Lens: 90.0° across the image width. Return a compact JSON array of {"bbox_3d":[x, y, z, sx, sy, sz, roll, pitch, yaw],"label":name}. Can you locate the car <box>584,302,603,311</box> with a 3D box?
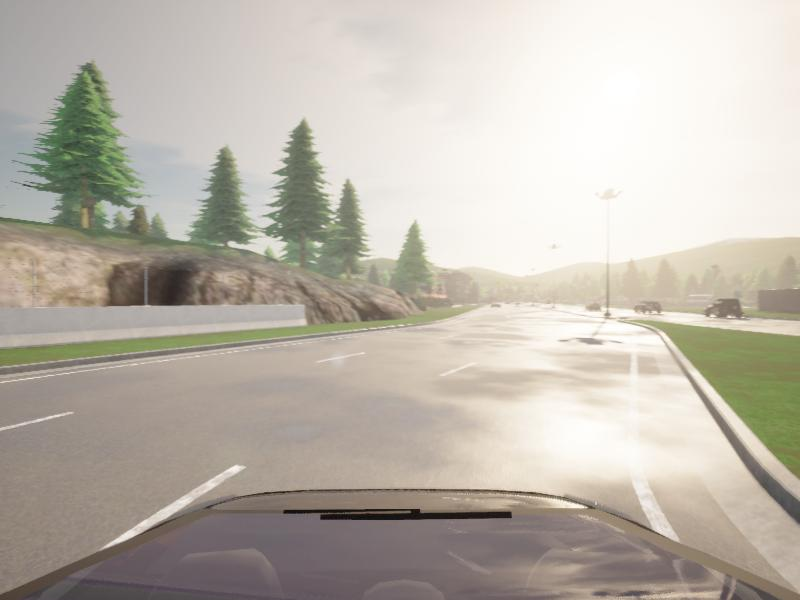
[{"bbox_3d":[30.201,0.993,62.634,1.816,1.474,4.193,0,0,14],"label":"car"}]

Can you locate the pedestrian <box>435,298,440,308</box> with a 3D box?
[{"bbox_3d":[7.075,0.540,75.129,0.751,1.860,0.751,0,0,-26],"label":"pedestrian"}]

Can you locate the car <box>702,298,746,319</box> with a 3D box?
[{"bbox_3d":[31.450,0.781,38.955,1.905,1.878,3.866,0,0,14],"label":"car"}]

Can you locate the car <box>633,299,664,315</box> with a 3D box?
[{"bbox_3d":[30.413,0.786,49.182,1.932,1.855,4.605,0,0,14],"label":"car"}]
